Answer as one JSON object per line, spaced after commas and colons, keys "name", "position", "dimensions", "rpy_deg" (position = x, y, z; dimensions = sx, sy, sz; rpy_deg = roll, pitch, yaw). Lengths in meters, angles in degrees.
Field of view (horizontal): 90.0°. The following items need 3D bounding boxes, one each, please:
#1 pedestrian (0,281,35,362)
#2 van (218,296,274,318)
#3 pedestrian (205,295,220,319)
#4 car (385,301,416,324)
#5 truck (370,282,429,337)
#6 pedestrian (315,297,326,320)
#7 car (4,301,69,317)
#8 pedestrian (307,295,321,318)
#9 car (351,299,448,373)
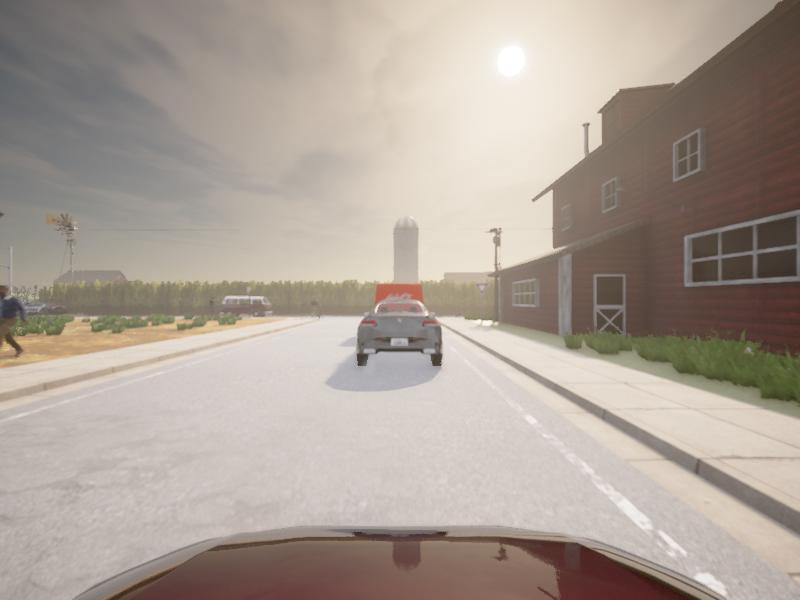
{"name": "pedestrian", "position": [-9.505, 0.501, 9.634], "dimensions": [0.751, 1.860, 0.751], "rpy_deg": [0, 0, 0]}
{"name": "van", "position": [-14.365, 0.659, 37.564], "dimensions": [4.480, 2.038, 2.069], "rpy_deg": [0, 0, 1]}
{"name": "pedestrian", "position": [-14.685, 0.537, 31.307], "dimensions": [0.751, 1.860, 0.751], "rpy_deg": [0, 0, 10]}
{"name": "car", "position": [0.125, 0.874, 29.308], "dimensions": [2.038, 1.542, 4.974], "rpy_deg": [0, 0, 3]}
{"name": "truck", "position": [-0.018, 0.402, 20.573], "dimensions": [2.627, 2.467, 5.204], "rpy_deg": [0, 1, 0]}
{"name": "pedestrian", "position": [-6.425, 0.689, 32.352], "dimensions": [0.751, 1.860, 0.751], "rpy_deg": [0, 0, -3]}
{"name": "car", "position": [-37.567, 0.920, 41.416], "dimensions": [4.974, 1.542, 2.038], "rpy_deg": [0, 0, 1]}
{"name": "pedestrian", "position": [-6.986, 0.542, 32.450], "dimensions": [0.751, 1.860, 0.751], "rpy_deg": [0, 0, 27]}
{"name": "car", "position": [-0.009, 0.800, 11.450], "dimensions": [2.152, 1.651, 5.027], "rpy_deg": [0, 0, 0]}
